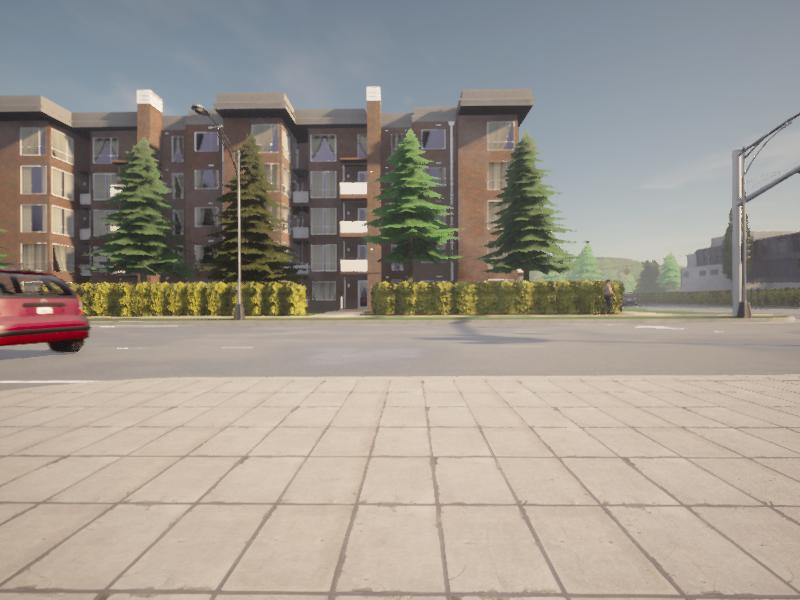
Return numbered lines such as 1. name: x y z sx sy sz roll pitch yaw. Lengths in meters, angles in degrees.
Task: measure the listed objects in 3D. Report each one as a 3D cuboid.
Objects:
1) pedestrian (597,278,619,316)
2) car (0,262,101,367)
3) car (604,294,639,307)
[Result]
1. pedestrian: 10.544 -0.158 20.307 0.751 1.860 0.751 0 0 0
2. car: -7.950 0.227 7.258 3.988 1.617 1.851 0 0 11
3. car: 29.513 0.028 53.509 2.242 1.667 4.611 0 0 1
